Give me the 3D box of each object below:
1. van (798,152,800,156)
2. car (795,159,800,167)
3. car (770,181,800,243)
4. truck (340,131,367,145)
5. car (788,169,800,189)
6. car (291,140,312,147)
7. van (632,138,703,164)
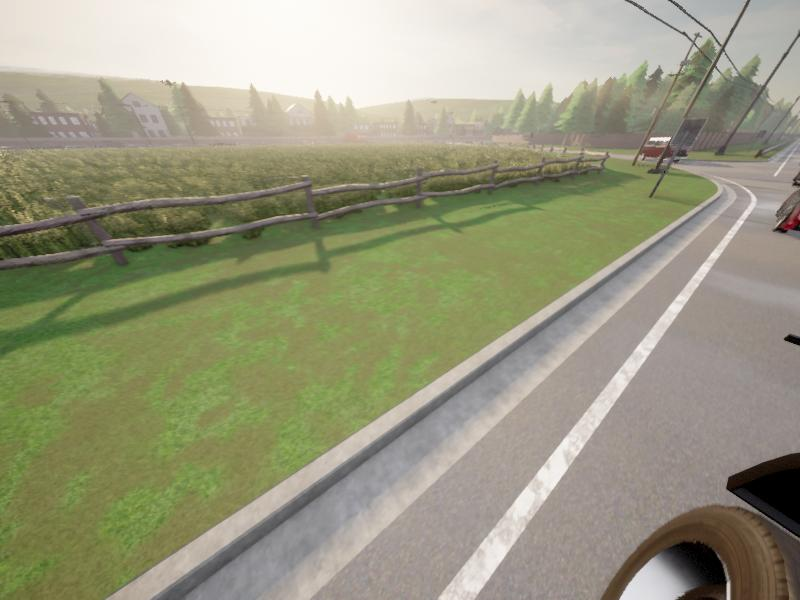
[{"bbox_3d":[54.490,-20.084,29.718,6.366,2.431,2.351,-22,41,-28],"label":"van"},{"bbox_3d":[36.049,-12.169,19.507,4.792,1.488,2.163,-22,41,-28],"label":"car"},{"bbox_3d":[12.141,-2.492,6.130,4.181,1.385,1.994,-24,41,-29],"label":"car"},{"bbox_3d":[-16.204,-57.190,81.677,8.468,3.827,2.891,-22,41,-28],"label":"truck"},{"bbox_3d":[22.599,-6.737,11.821,5.027,1.651,2.152,-22,41,-28],"label":"car"},{"bbox_3d":[-30.272,-48.105,70.933,5.366,1.575,1.801,-22,41,-28],"label":"car"},{"bbox_3d":[26.295,-14.940,23.033,2.069,2.038,4.480,6,36,9],"label":"van"}]
